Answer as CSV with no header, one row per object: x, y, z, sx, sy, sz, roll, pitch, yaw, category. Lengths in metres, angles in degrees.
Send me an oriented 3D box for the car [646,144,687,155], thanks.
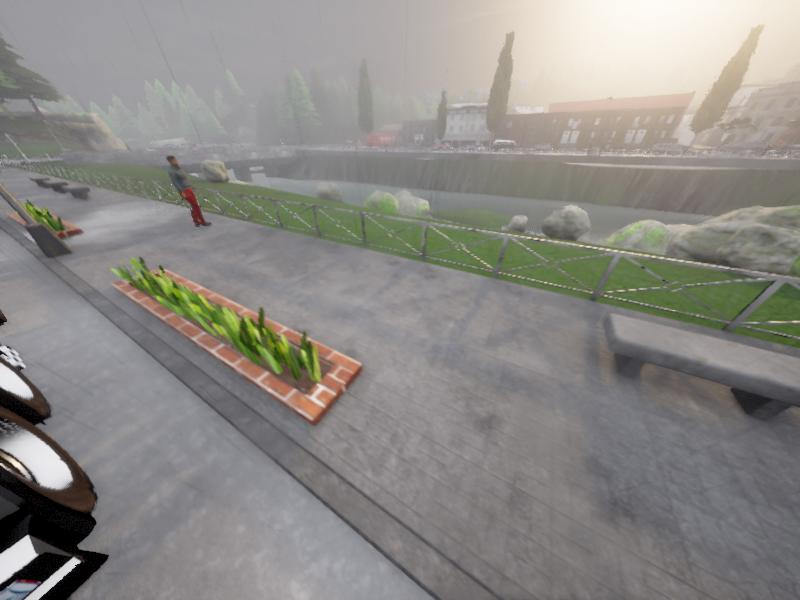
42.937,-24.381,37.344,3.806,1.475,1.970,18,39,24,car

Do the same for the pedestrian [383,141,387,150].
-3.826,-39.393,58.970,0.751,1.860,0.751,-12,36,-16,pedestrian

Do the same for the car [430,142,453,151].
10.081,-37.450,56.300,5.027,1.651,2.152,18,39,24,car

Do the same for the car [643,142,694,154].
45.923,-26.105,39.650,5.238,1.638,1.930,18,39,24,car

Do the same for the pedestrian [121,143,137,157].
-44.164,-24.440,37.677,0.751,1.860,0.751,18,39,24,pedestrian

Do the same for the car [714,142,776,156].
53.596,-23.677,36.105,4.856,1.649,2.033,18,39,24,car

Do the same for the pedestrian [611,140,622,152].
41.282,-29.459,44.095,0.751,1.860,0.751,21,40,27,pedestrian

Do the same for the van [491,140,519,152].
21.375,-31.431,47.180,4.480,2.038,2.069,18,39,24,van

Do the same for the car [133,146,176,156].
-46.304,-28.286,43.731,2.038,1.542,4.974,18,38,24,car

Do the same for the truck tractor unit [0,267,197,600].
-5.116,-0.296,0.774,6.516,4.208,3.053,18,39,24,truck tractor unit

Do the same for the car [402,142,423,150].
3.124,-39.663,59.523,4.856,1.649,2.033,18,39,24,car

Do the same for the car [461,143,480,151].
16.312,-35.416,53.448,3.806,1.475,1.970,17,39,24,car

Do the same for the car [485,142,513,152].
21.722,-33.776,50.897,5.238,1.638,1.930,18,39,24,car

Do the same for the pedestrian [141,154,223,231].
-5.987,-2.990,6.503,0.751,1.860,0.751,-3,35,-4,pedestrian

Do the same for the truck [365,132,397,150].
-5.159,-43.183,62.732,8.468,3.827,2.891,18,39,24,truck

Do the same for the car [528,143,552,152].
28.887,-31.439,47.617,3.806,1.475,1.970,18,39,24,car

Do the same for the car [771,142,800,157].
55.714,-20.405,31.369,5.238,1.638,1.930,18,39,24,car
